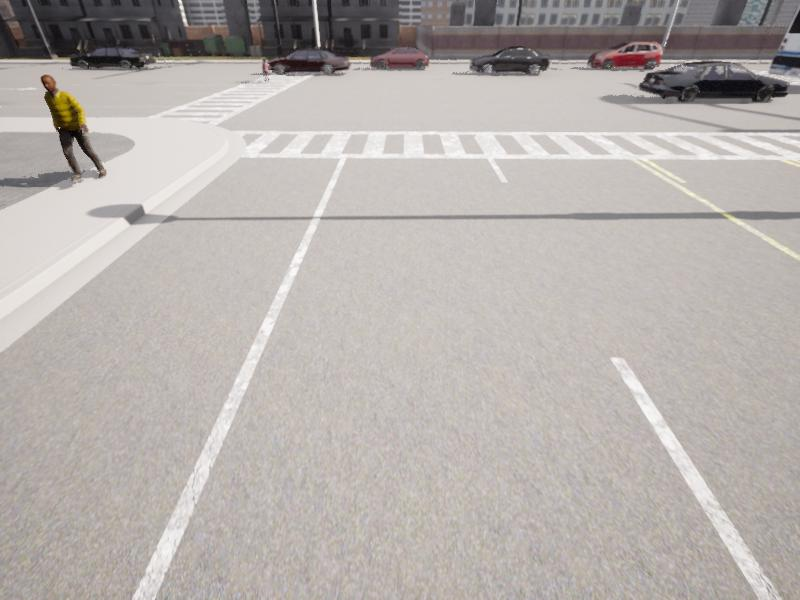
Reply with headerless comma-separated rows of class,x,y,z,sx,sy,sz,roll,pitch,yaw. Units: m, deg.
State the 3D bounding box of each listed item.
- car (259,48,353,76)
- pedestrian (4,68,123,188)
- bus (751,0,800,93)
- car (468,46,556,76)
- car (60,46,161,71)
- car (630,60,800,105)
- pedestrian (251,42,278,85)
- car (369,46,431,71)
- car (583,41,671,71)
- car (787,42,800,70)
car,-5.776,-15.033,25.266,5.357,1.411,2.033,0,35,0
pedestrian,-5.896,-3.048,7.160,0.751,1.860,0.751,-3,35,-5
bus,23.895,-12.153,18.534,10.273,4.253,3.944,0,35,0
car,6.908,-15.009,25.128,4.892,1.490,1.837,1,35,0
car,-20.308,-17.095,28.274,5.357,1.411,2.033,0,35,0
car,12.873,-8.976,16.456,5.357,1.411,2.033,0,35,0
pedestrian,-7.068,-12.321,20.879,0.751,1.860,0.751,7,35,10
car,0.009,-16.980,28.104,4.181,1.385,1.994,0,35,1
car,15.668,-17.025,27.883,4.611,1.667,2.242,0,35,1
car,30.041,-17.046,27.697,3.866,1.878,1.905,0,35,1
